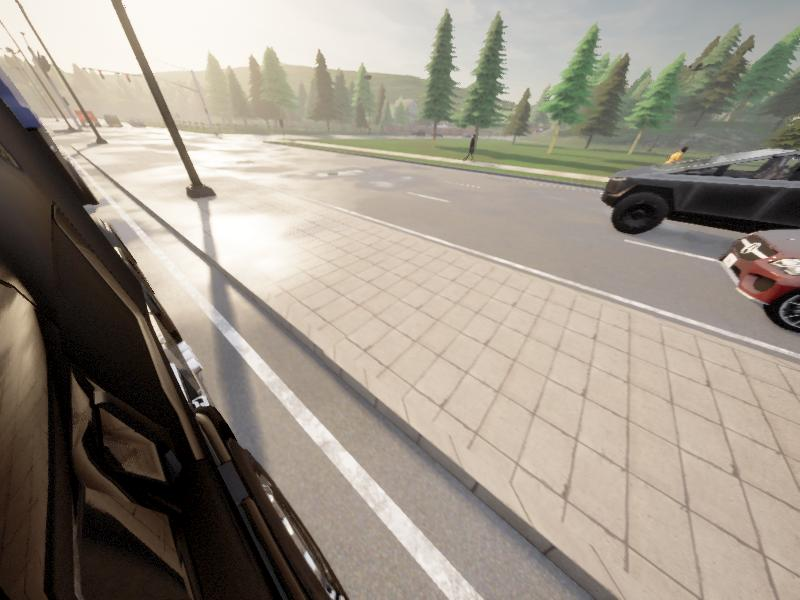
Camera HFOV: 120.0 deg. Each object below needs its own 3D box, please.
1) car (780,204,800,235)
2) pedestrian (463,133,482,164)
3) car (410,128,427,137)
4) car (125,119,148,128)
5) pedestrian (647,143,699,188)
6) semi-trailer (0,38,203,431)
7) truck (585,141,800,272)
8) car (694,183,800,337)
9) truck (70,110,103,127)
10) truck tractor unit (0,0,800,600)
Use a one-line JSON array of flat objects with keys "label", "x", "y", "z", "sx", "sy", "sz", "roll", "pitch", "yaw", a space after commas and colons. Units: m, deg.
[{"label": "car", "x": 14.102, "y": -2.068, "z": 5.927, "sx": 3.988, "sy": 1.617, "sz": 1.851, "roll": 27, "pitch": 43, "yaw": 29}, {"label": "pedestrian", "x": 5.354, "y": -11.291, "z": 17.182, "sx": 0.751, "sy": 1.860, "sz": 0.751, "roll": 27, "pitch": 43, "yaw": 29}, {"label": "car", "x": 5.705, "y": -51.937, "z": 71.562, "sx": 2.150, "sy": 2.045, "sz": 5.566, "roll": 28, "pitch": 43, "yaw": 29}, {"label": "car", "x": -57.482, "y": -38.569, "z": 50.359, "sx": 5.357, "sy": 1.411, "sz": 2.033, "roll": 27, "pitch": 43, "yaw": 29}, {"label": "pedestrian", "x": 13.876, "y": -6.882, "z": 11.827, "sx": 0.751, "sy": 1.860, "sz": 0.751, "roll": 19, "pitch": 40, "yaw": 21}, {"label": "semi-trailer", "x": -8.747, "y": -3.572, "z": 4.179, "sx": 14.254, "sy": 4.402, "sz": 2.717, "roll": 28, "pitch": 43, "yaw": 29}, {"label": "truck", "x": 8.772, "y": -2.319, "z": 5.522, "sx": 6.274, "sy": 2.098, "sz": 2.390, "roll": 27, "pitch": 43, "yaw": 29}, {"label": "car", "x": 7.777, "y": 0.066, "z": 2.676, "sx": 5.027, "sy": 1.651, "sz": 2.152, "roll": 27, "pitch": 43, "yaw": 29}, {"label": "truck", "x": -61.853, "y": -35.855, "z": 45.580, "sx": 5.204, "sy": 2.467, "sz": 2.627, "roll": 27, "pitch": 43, "yaw": 29}, {"label": "truck tractor unit", "x": -2.645, "y": -0.295, "z": 0.351, "sx": 6.516, "sy": 4.208, "sz": 3.053, "roll": 28, "pitch": 44, "yaw": 30}]
